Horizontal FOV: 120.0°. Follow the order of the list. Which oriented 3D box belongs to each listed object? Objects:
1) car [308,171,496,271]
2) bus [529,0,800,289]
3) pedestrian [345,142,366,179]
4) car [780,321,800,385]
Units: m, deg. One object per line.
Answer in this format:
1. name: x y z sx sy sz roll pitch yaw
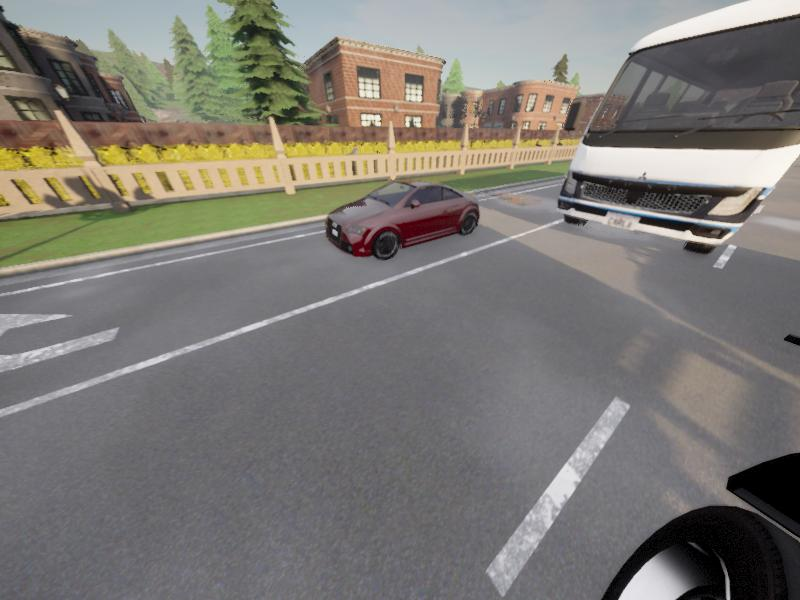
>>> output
1. car: 0.174 -2.320 6.019 4.181 1.385 1.994 -22 40 -28
2. bus: 9.122 -4.559 6.618 10.273 4.253 3.944 -22 41 -27
3. pedestrian: -2.670 -8.449 14.007 0.751 1.860 0.751 -23 41 -28
4. car: 6.977 0.040 2.488 4.902 1.511 2.128 -19 39 -25
